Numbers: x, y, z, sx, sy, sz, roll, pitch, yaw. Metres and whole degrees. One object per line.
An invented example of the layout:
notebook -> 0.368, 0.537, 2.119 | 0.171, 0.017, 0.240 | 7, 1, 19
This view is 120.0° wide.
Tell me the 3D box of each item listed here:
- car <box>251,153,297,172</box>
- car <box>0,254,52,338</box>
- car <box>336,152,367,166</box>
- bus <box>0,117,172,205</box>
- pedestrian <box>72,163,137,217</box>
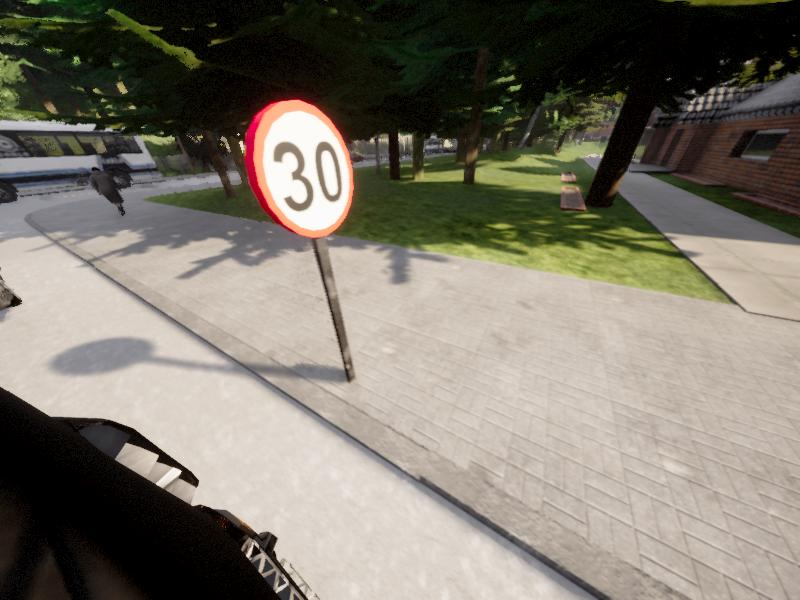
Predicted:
car -> -15.962, -17.579, 29.551 | 2.097, 1.767, 4.553 | 16, 38, 25
car -> -8.522, -0.443, 3.799 | 5.357, 1.411, 2.033 | 16, 38, 25
car -> -7.329, -21.619, 35.345 | 1.837, 1.490, 4.892 | 16, 38, 25
bus -> -24.065, -9.726, 16.078 | 3.944, 4.253, 10.273 | 10, 36, 20
pedestrian -> -11.826, -4.452, 9.354 | 0.751, 1.860, 0.751 | -24, 40, -29
